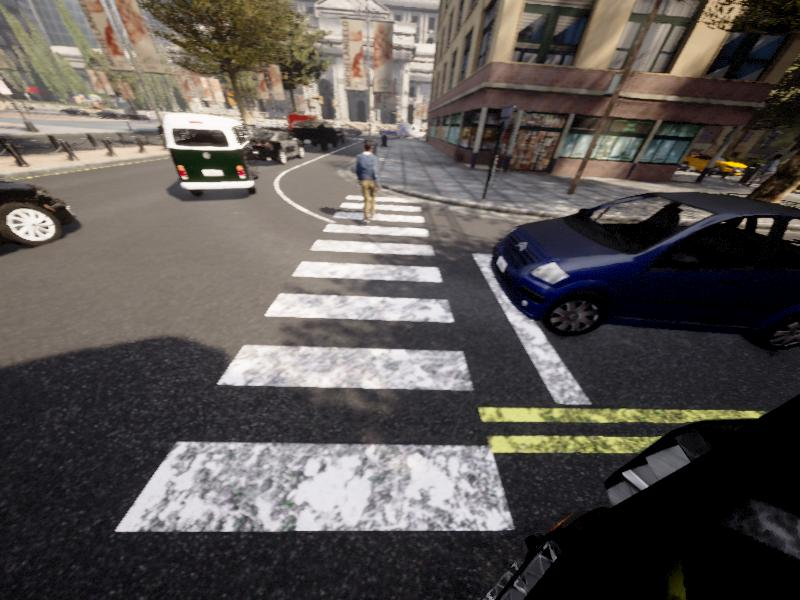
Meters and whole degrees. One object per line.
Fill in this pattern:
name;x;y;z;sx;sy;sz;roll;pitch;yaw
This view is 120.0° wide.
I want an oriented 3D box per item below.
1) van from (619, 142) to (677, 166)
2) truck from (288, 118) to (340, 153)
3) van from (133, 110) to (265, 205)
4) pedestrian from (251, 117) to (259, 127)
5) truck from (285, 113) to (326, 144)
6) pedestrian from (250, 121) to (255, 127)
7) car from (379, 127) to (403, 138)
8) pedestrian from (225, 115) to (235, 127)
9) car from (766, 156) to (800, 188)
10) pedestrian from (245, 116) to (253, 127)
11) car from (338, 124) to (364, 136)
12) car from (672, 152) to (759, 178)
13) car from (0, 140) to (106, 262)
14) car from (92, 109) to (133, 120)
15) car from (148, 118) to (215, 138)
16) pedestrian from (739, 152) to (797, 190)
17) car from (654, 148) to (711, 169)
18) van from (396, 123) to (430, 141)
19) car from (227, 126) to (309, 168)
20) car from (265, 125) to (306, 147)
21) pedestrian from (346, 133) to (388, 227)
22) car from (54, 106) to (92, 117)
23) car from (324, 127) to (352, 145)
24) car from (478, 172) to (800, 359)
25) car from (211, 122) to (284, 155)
van;30.655;-18.351;28.867;2.069;2.038;4.480;2;37;-2
truck;-7.235;-14.576;20.386;2.390;2.098;6.274;2;37;-2
van;-6.006;-4.922;7.743;2.069;2.038;4.480;-13;40;-21
pedestrian;-33.175;-40.643;52.763;0.751;1.860;0.751;10;37;8
truck;-10.724;-19.934;26.866;2.627;2.467;5.204;2;37;-2
pedestrian;-33.997;-40.574;53.229;0.500;1.100;0.500;-26;46;-33
car;-1.971;-36.105;49.806;5.027;1.651;2.152;3;37;-2
pedestrian;-33.344;-34.992;45.253;0.751;1.860;0.751;7;37;5
car;30.681;-8.804;16.345;1.932;1.855;4.605;2;37;-2
pedestrian;-34.373;-40.630;52.638;0.751;1.860;0.751;-3;37;-9
car;-9.839;-34.374;46.760;4.611;1.667;2.242;2;37;-2
car;30.656;-13.427;22.757;1.882;1.535;5.008;2;37;-2
car;-7.241;-0.762;2.569;1.837;1.490;4.892;2;37;-2
car;-59.745;-38.605;48.073;5.357;1.411;2.033;3;37;-1
car;-22.236;-17.798;23.887;2.033;1.411;5.357;2;37;-2
pedestrian;21.690;-7.621;13.684;0.751;1.860;0.751;-5;38;-11
car;34.138;-17.298;28.146;1.851;1.617;3.988;2;37;-2
van;2.563;-33.970;46.715;6.366;2.431;2.351;-4;37;-11
car;-7.243;-9.113;13.521;1.930;1.638;5.238;2;37;-2
car;-10.745;-15.615;21.963;1.970;1.475;3.806;3;37;-2
pedestrian;-0.745;-2.853;5.586;0.751;1.860;0.751;7;37;4
car;-69.740;-40.255;49.371;4.181;1.385;1.994;-8;39;-16
car;-7.255;-19.539;27.454;2.128;1.511;4.902;2;37;-2
car;3.484;-0.575;3.198;3.988;1.617;1.851;4;37;0
car;-10.739;-11.883;16.878;1.930;1.638;5.238;2;37;-2
